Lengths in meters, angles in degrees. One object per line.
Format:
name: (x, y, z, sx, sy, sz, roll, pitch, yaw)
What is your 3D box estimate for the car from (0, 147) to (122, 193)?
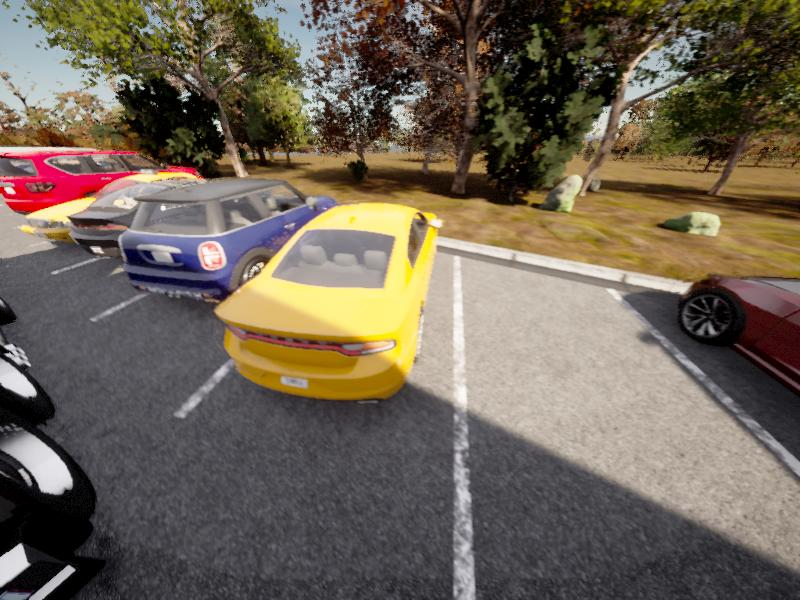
car: (-20.719, -7.944, 13.874, 1.878, 1.987, 4.442, 7, 35, 9)

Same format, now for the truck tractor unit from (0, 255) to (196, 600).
truck tractor unit: (-5.099, -0.312, 0.799, 6.516, 4.208, 3.053, 19, 39, 25)

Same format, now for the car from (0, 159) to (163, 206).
car: (-15.633, -6.049, 11.555, 2.163, 1.488, 4.792, 7, 35, 10)

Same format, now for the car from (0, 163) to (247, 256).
car: (-8.069, -3.317, 7.501, 1.946, 1.575, 5.366, 7, 35, 9)

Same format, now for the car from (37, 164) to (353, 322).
car: (-2.966, -1.767, 5.018, 2.185, 1.767, 4.553, 6, 35, 9)

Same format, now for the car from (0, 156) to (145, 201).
car: (-18.204, -6.838, 12.651, 1.946, 1.575, 5.366, 7, 35, 9)

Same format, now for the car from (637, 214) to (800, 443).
car: (4.700, 0.877, 1.426, 2.163, 1.488, 4.792, 6, 35, 9)

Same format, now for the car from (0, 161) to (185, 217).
car: (-13.105, -5.133, 10.217, 2.163, 1.488, 4.792, 7, 35, 9)

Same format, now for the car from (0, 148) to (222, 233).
car: (-10.568, -4.517, 8.818, 2.435, 2.045, 5.566, 6, 35, 10)

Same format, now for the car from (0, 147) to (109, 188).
car: (-23.254, -8.827, 15.165, 1.878, 1.987, 4.442, 7, 35, 9)

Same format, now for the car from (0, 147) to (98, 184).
car: (-25.788, -9.709, 16.456, 1.878, 1.987, 4.442, 7, 35, 10)

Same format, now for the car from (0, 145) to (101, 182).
car: (-28.295, -10.694, 17.852, 2.435, 2.045, 5.566, 7, 35, 10)

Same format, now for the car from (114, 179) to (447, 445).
car: (-0.418, -0.817, 3.852, 2.097, 1.535, 5.008, 6, 35, 9)

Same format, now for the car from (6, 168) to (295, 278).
car: (-5.503, -2.541, 6.376, 2.231, 1.521, 4.892, 6, 35, 9)
